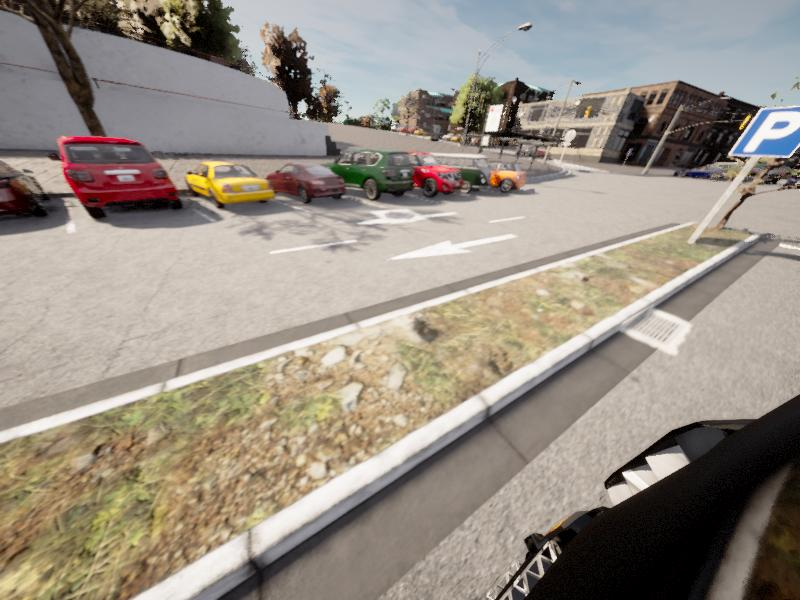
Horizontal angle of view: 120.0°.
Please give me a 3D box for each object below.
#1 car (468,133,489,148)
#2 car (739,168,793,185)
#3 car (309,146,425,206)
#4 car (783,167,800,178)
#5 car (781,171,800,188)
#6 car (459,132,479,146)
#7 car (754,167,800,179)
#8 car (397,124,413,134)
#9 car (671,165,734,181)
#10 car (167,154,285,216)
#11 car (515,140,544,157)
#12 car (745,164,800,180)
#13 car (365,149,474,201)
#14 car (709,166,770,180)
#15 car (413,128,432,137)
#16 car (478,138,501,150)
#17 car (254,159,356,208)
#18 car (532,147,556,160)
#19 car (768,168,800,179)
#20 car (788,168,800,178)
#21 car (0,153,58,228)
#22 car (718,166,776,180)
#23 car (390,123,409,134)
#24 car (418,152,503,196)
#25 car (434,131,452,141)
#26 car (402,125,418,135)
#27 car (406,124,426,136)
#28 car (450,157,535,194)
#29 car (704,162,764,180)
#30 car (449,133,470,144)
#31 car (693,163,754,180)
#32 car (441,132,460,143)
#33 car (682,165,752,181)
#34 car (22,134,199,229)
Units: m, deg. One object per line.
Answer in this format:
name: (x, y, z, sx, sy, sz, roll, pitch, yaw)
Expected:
car: (16.221, -32.767, 47.550, 1.878, 1.987, 4.442, 32, 42, 28)
car: (43.913, -14.833, 27.726, 4.902, 1.511, 2.128, -13, 36, -22)
car: (-1.798, -6.492, 11.758, 5.566, 2.045, 2.435, 26, 40, 32)
car: (78.958, -24.584, 44.696, 2.185, 1.767, 4.553, -24, 41, -34)
car: (44.258, -13.066, 25.117, 4.193, 1.474, 1.816, -13, 36, -22)
car: (14.743, -34.498, 49.548, 1.878, 1.987, 4.442, 32, 42, 28)
car: (67.650, -22.501, 40.976, 2.097, 1.535, 5.008, -24, 41, -35)
car: (1.369, -49.959, 67.587, 2.185, 1.767, 4.553, 29, 40, 28)
car: (39.859, -16.927, 30.647, 4.792, 1.488, 2.163, 30, 42, 35)
car: (-7.132, -4.865, 9.358, 5.366, 1.575, 1.946, 26, 40, 32)
car: (22.200, -25.935, 39.656, 2.435, 2.045, 5.566, 32, 42, 28)
car: (64.875, -22.177, 39.833, 2.435, 2.045, 5.566, -24, 41, -35)
car: (0.861, -7.209, 13.037, 5.566, 2.045, 2.435, 26, 39, 32)
car: (50.908, -19.226, 34.843, 2.231, 1.521, 4.892, -26, 42, -37)
car: (6.006, -44.795, 61.815, 1.946, 1.575, 5.366, 31, 42, 27)
car: (17.730, -30.905, 45.766, 2.231, 1.521, 4.892, 32, 42, 28)
car: (-4.389, -5.497, 10.591, 4.674, 1.452, 2.002, 26, 40, 32)
car: (23.628, -23.966, 37.819, 2.002, 1.452, 4.674, 32, 42, 28)
car: (73.284, -23.510, 42.899, 2.097, 1.535, 5.008, -24, 41, -34)
car: (81.786, -24.960, 45.695, 2.231, 1.521, 4.892, -23, 41, -33)
car: (-12.207, -3.294, 6.667, 4.792, 1.488, 2.163, 26, 40, 32)
car: (53.682, -19.756, 35.910, 2.002, 1.452, 4.674, -26, 42, -36)
car: (-0.162, -51.630, 69.482, 2.435, 2.045, 5.566, 27, 39, 30)
car: (3.542, -7.883, 14.300, 4.442, 1.987, 1.878, 26, 40, 32)
car: (10.348, -39.522, 55.769, 2.002, 1.452, 4.674, 31, 42, 28)
car: (2.850, -48.261, 65.569, 2.185, 1.767, 4.553, 30, 41, 27)
car: (4.398, -46.628, 63.505, 2.435, 2.045, 5.566, 31, 42, 27)
car: (6.098, -8.549, 15.679, 4.553, 1.767, 2.185, 26, 40, 32)
car: (48.236, -18.789, 33.578, 1.878, 1.987, 4.442, -26, 42, -37)
car: (13.435, -36.171, 51.877, 1.946, 1.575, 5.366, 32, 42, 28)
car: (45.372, -18.177, 32.635, 2.185, 1.767, 4.553, -26, 42, -37)
car: (11.839, -37.794, 53.779, 2.002, 1.452, 4.674, 32, 42, 27)
car: (42.770, -17.388, 31.476, 1.946, 1.575, 5.366, -27, 43, -37)
car: (-9.601, -4.273, 7.828, 5.566, 2.045, 2.435, 26, 40, 32)
